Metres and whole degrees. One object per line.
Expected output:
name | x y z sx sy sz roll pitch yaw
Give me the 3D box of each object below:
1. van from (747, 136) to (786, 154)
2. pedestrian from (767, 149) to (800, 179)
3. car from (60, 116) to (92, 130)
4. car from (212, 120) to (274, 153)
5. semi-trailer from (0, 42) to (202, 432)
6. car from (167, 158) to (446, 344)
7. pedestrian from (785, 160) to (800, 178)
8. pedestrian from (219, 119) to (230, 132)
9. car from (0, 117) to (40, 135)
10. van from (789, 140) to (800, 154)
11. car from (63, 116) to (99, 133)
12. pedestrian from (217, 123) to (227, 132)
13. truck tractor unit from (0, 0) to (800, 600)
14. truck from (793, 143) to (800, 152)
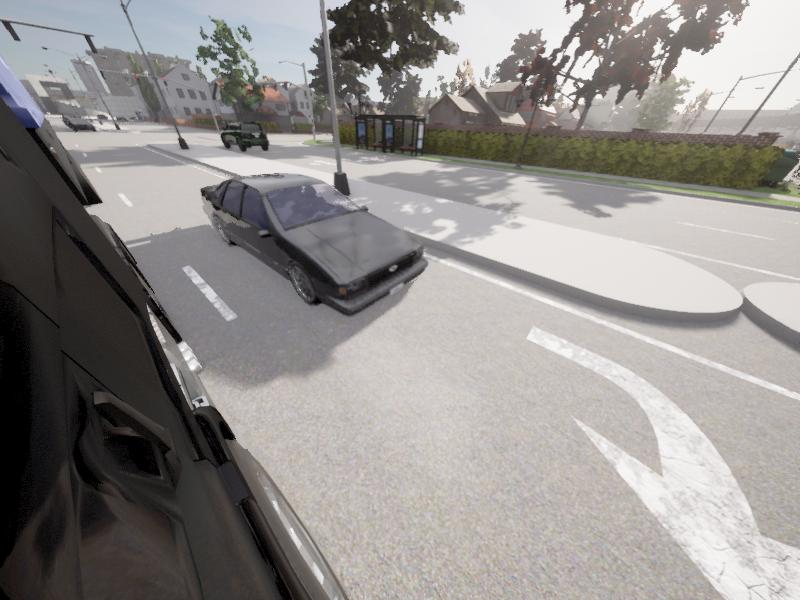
van | 72.119 -30.640 45.587 1.988 2.561 5.915 28 45 30
pedestrian | 28.763 -10.033 17.055 0.751 1.860 0.751 28 44 30
car | -48.759 -26.615 34.706 4.792 1.488 2.163 28 44 30
car | -13.687 -14.329 20.149 5.566 2.045 2.150 28 44 30
semi-trailer | -8.697 -3.614 4.216 14.254 4.402 2.717 28 44 30
car | -2.068 -1.563 4.438 5.357 1.411 2.033 28 44 30
pedestrian | 32.074 -10.740 18.209 0.751 1.860 0.751 27 43 29
pedestrian | -31.141 -30.915 40.986 0.751 1.860 0.751 -25 45 -32
car | -40.301 -17.728 23.507 1.994 1.385 4.181 -12 39 -19
van | 81.652 -30.707 46.059 1.988 2.561 5.915 28 45 30
car | -41.453 -22.838 30.014 5.238 1.638 1.930 27 43 29
pedestrian | -31.759 -30.738 41.177 0.751 1.300 0.751 4 37 2
truck tractor unit | -2.645 -0.295 0.351 6.516 4.208 3.053 28 44 30
truck | 90.052 -33.787 49.342 2.891 3.827 8.468 28 45 30
